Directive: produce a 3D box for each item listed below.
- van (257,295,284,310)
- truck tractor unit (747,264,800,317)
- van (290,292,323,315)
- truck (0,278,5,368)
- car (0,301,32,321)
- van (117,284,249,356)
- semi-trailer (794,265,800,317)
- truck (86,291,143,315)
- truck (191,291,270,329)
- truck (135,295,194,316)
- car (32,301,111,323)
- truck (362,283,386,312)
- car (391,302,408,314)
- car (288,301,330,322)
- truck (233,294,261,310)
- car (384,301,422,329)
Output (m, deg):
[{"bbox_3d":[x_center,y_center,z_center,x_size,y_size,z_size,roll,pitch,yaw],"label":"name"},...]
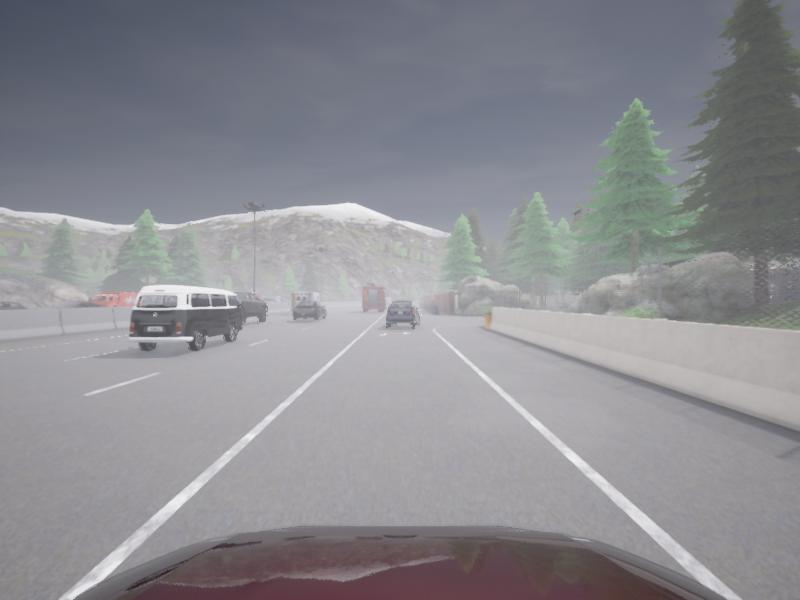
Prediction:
[{"bbox_3d":[-21.000,0.379,65.013,2.351,2.431,6.366,0,0,0],"label":"van"},{"bbox_3d":[33.502,-0.715,33.356,6.516,4.208,3.053,0,0,1],"label":"truck tractor unit"},{"bbox_3d":[-10.495,0.379,45.492,2.351,2.431,6.366,0,0,0],"label":"van"},{"bbox_3d":[-10.500,0.542,6.276,2.390,2.098,6.274,0,0,0],"label":"truck"},{"bbox_3d":[-31.497,0.855,31.136,1.816,1.474,4.193,0,0,0],"label":"car"},{"bbox_3d":[-7.001,0.572,13.600,2.069,2.038,4.480,0,0,0],"label":"van"},{"bbox_3d":[41.419,-0.804,33.248,14.254,4.402,2.717,0,-2,1],"label":"semi-trailer"},{"bbox_3d":[-31.496,0.365,44.343,2.627,2.467,5.204,0,-1,0],"label":"truck"},{"bbox_3d":[-10.499,0.543,25.501,2.390,2.098,6.274,0,0,0],"label":"truck"},{"bbox_3d":[-24.434,0.543,41.907,2.390,2.098,6.274,0,0,1],"label":"truck"},{"bbox_3d":[-24.499,0.823,30.124,1.882,1.535,5.008,0,0,0],"label":"car"},{"bbox_3d":[-3.494,-0.320,56.097,2.891,3.827,8.468,0,0,0],"label":"truck"},{"bbox_3d":[-0.009,0.909,49.178,1.994,1.385,4.181,0,0,0],"label":"car"},{"bbox_3d":[-6.991,0.838,31.311,2.128,1.511,4.902,0,0,0],"label":"car"},{"bbox_3d":[-24.498,0.358,64.310,2.627,2.467,5.204,0,0,0],"label":"truck"},{"bbox_3d":[0.252,0.814,23.945,1.789,1.549,3.705,-1,0,8],"label":"car"}]
